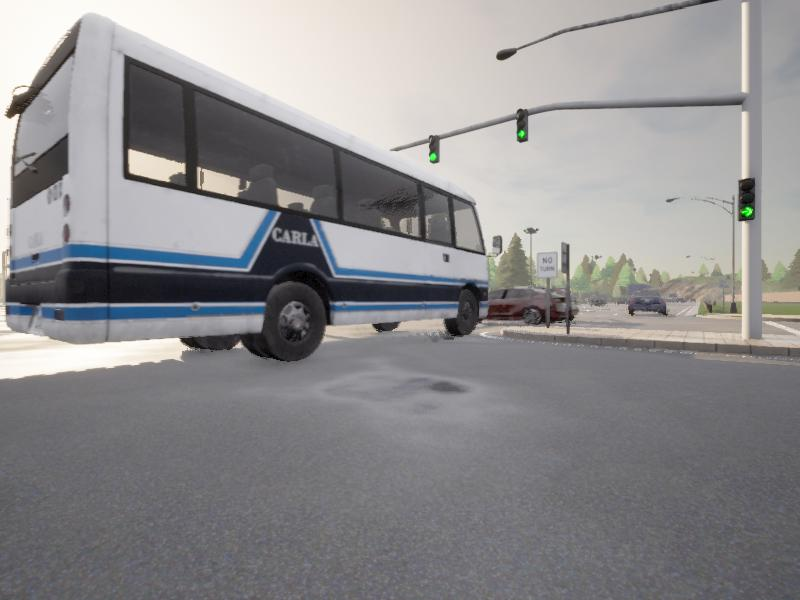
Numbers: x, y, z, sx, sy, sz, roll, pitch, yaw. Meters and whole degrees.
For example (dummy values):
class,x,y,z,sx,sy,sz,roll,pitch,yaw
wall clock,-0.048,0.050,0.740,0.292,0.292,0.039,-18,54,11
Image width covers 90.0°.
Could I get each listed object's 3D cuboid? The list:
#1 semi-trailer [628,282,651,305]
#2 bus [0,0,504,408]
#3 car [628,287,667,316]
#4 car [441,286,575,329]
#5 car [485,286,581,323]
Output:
class,x,y,z,sx,sy,sz,roll,pitch,yaw
semi-trailer,49.895,-1.220,83.034,2.717,4.402,14.254,0,0,37
bus,-1.581,-1.135,8.944,3.944,4.253,10.273,0,0,37
car,16.753,0.095,27.182,2.097,1.767,4.553,0,0,31
car,4.275,0.251,16.231,4.792,1.488,2.163,0,0,38
car,6.287,0.188,19.101,3.988,1.617,1.851,0,0,38
